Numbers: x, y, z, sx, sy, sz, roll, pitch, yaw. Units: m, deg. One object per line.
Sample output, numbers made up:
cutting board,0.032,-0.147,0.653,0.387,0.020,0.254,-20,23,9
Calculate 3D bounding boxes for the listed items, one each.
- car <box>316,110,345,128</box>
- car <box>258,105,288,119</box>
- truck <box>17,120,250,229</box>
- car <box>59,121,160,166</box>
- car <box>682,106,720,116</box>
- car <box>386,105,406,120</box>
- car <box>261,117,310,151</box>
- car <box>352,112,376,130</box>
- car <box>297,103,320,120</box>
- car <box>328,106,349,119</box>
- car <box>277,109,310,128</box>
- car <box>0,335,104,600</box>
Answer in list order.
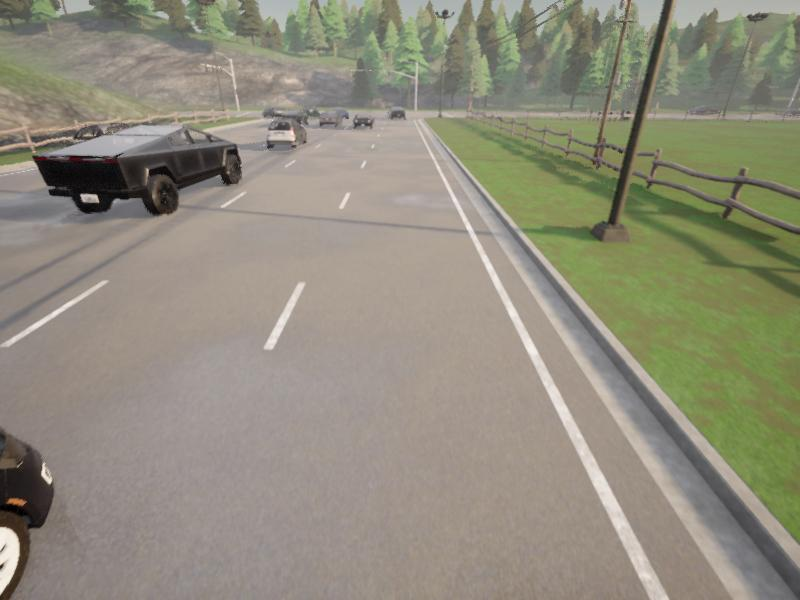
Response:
car,-6.963,-18.360,40.507,2.033,1.411,5.357,0,27,0
car,-16.446,-24.408,51.906,2.007,1.525,4.514,-19,33,-33
truck,-7.243,-4.180,12.263,2.390,2.098,6.274,3,27,4
car,-13.976,-7.750,19.596,1.851,1.617,3.988,0,27,0
car,53.364,-33.571,70.938,4.892,1.490,1.837,1,27,0
car,-0.579,-24.733,52.697,1.930,1.638,5.238,-3,28,-9
car,-6.972,-10.411,24.875,1.851,1.617,3.988,0,27,0
car,-3.465,-17.639,39.279,1.895,1.301,4.718,0,27,0
car,-11.928,-24.601,52.070,2.097,1.767,4.553,-10,29,-19
car,-8.182,-24.807,53.002,1.994,1.385,4.181,-8,29,-16
car,-10.463,-18.108,39.798,1.882,1.535,5.008,0,27,0
car,-3.494,2.025,0.972,1.837,1.490,4.892,0,27,0
